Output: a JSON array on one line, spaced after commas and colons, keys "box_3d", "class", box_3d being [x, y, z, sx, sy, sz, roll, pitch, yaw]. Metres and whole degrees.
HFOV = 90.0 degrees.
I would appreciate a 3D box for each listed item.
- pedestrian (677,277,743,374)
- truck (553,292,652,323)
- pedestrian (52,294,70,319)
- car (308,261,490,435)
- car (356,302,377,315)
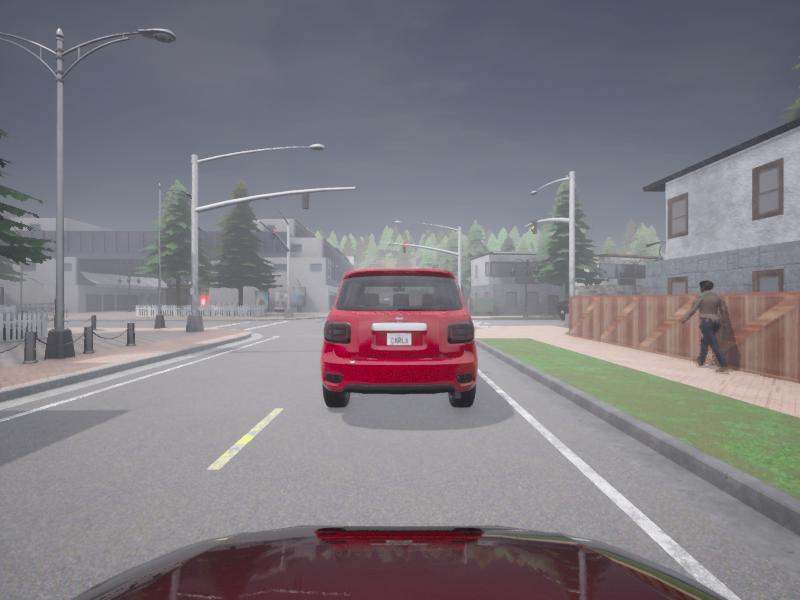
[{"box_3d": [6.225, 0.485, 8.064, 0.751, 1.860, 0.751, 0, 0, 0], "class": "pedestrian"}, {"box_3d": [14.789, 0.523, 29.358, 6.274, 2.098, 2.390, 0, 0, -9], "class": "truck"}, {"box_3d": [-26.375, 0.500, 31.105, 0.751, 1.860, 0.751, 0, 0, -2], "class": "pedestrian"}, {"box_3d": [-0.013, 0.568, 7.496, 2.150, 2.045, 5.566, 0, 0, 0], "class": "car"}, {"box_3d": [-3.565, 0.907, 43.454, 1.994, 1.385, 4.181, 0, 0, 0], "class": "car"}]
